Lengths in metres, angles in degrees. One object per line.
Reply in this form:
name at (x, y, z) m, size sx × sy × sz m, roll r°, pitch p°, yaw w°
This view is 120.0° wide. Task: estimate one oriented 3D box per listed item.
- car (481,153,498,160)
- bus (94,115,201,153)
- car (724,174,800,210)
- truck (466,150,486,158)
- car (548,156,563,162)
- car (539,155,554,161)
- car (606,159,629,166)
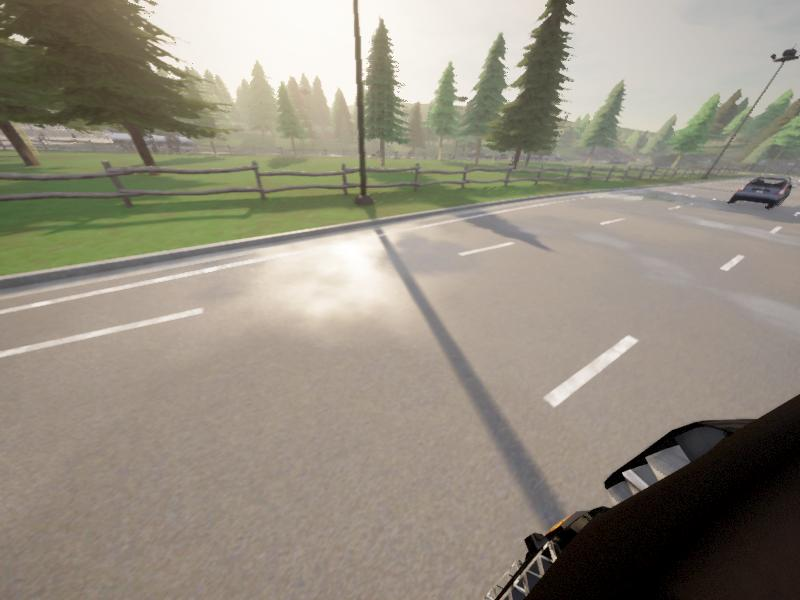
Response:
car at (28.067, -45.076, 72.392) m, size 5.238 × 1.638 × 1.930 m, roll -16°, pitch 38°, yaw -26°
bus at (-39.861, -26.636, 37.469) m, size 10.273 × 4.253 × 3.944 m, roll -16°, pitch 38°, yaw -26°
car at (22.440, -6.714, 14.200) m, size 3.988 × 1.617 × 1.851 m, roll -16°, pitch 38°, yaw -26°
truck at (25.452, -48.983, 77.679) m, size 6.274 × 2.098 × 2.390 m, roll -16°, pitch 38°, yaw -26°
car at (55.768, -50.772, 82.915) m, size 4.856 × 1.649 × 2.033 m, roll -16°, pitch 38°, yaw -26°
car at (54.370, -52.581, 85.595) m, size 4.974 × 1.542 × 2.038 m, roll -16°, pitch 38°, yaw -26°
car at (69.661, -44.081, 74.082) m, size 2.152 × 1.651 × 5.027 m, roll -26°, pitch 43°, yaw -36°
